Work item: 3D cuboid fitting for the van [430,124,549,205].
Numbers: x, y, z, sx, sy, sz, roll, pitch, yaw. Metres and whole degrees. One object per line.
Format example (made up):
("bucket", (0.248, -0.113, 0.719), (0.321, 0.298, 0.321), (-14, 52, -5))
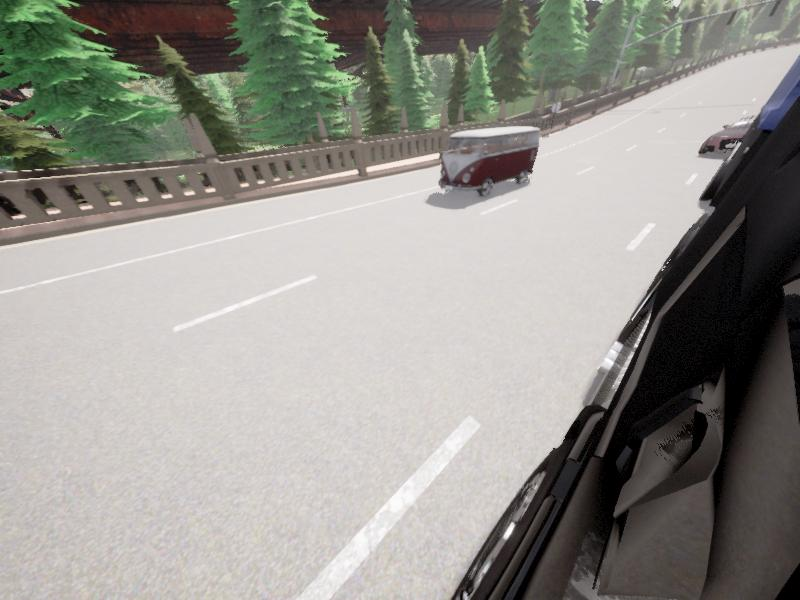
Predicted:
("van", (3.365, -5.278, 8.756), (4.442, 1.987, 1.775), (-29, 44, -29))

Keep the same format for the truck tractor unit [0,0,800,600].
("truck tractor unit", (2.645, -0.295, 0.351), (6.516, 4.208, 3.053), (-28, 44, -30))

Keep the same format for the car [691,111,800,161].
("car", (16.709, -7.910, 11.073), (4.181, 1.385, 1.994), (-24, 43, -20))

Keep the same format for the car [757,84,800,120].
("car", (27.561, -14.022, 16.268), (3.806, 1.475, 1.970), (-34, 46, -25))

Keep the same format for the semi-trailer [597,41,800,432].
("semi-trailer", (8.690, -3.658, 4.163), (14.254, 4.402, 2.717), (-29, 44, -29))
